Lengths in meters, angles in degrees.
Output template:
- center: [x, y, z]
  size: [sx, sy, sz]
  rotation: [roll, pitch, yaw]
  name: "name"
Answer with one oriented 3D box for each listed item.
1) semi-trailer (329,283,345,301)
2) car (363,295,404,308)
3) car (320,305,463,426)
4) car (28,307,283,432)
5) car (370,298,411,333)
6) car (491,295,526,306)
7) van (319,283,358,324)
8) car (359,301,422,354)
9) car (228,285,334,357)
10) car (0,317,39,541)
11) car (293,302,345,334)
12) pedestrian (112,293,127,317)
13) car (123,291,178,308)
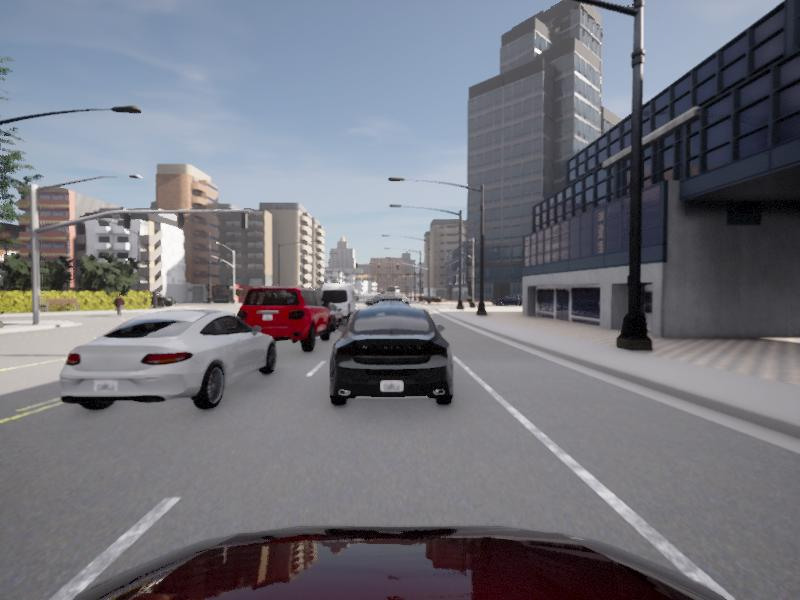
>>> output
- center: [-16.739, -2.071, 107.437]
  size: [2.717, 4.402, 14.254]
  rotation: [0, 1, -3]
  name: "semi-trailer"
- center: [-2.140, 0.137, 51.767]
  size: [5.008, 1.535, 1.882]
  rotation: [-1, 1, -27]
  name: "car"
- center: [-0.164, 0.866, 7.578]
  size: [1.837, 1.490, 4.892]
  rotation: [0, 0, -1]
  name: "car"
- center: [-3.659, 0.891, 7.212]
  size: [1.812, 1.442, 4.674]
  rotation: [0, 0, -1]
  name: "car"
- center: [-0.500, 0.726, 21.769]
  size: [1.930, 1.638, 5.238]
  rotation: [0, 1, -1]
  name: "car"
- center: [14.647, 0.094, 54.279]
  size: [4.193, 1.474, 1.816]
  rotation: [0, 1, -1]
  name: "car"
- center: [-4.138, 0.162, 27.920]
  size: [1.988, 2.561, 5.915]
  rotation: [0, 1, -1]
  name: "van"
- center: [-0.323, 0.835, 14.465]
  size: [1.882, 1.535, 5.008]
  rotation: [0, 0, -1]
  name: "car"
- center: [-3.825, 0.582, 14.085]
  size: [2.150, 2.045, 5.566]
  rotation: [0, 0, -1]
  name: "car"
- center: [-3.515, 0.856, 0.823]
  size: [1.816, 1.474, 4.193]
  rotation: [0, 0, -1]
  name: "car"
- center: [-4.051, 0.832, 20.759]
  size: [1.812, 1.442, 4.674]
  rotation: [0, 0, -1]
  name: "car"
- center: [-22.178, 0.420, 31.637]
  size: [0.751, 1.860, 0.751]
  rotation: [0, 2, -16]
  name: "pedestrian"
- center: [-31.201, -0.110, 50.107]
  size: [5.566, 2.045, 2.150]
  rotation: [0, 1, -1]
  name: "car"
